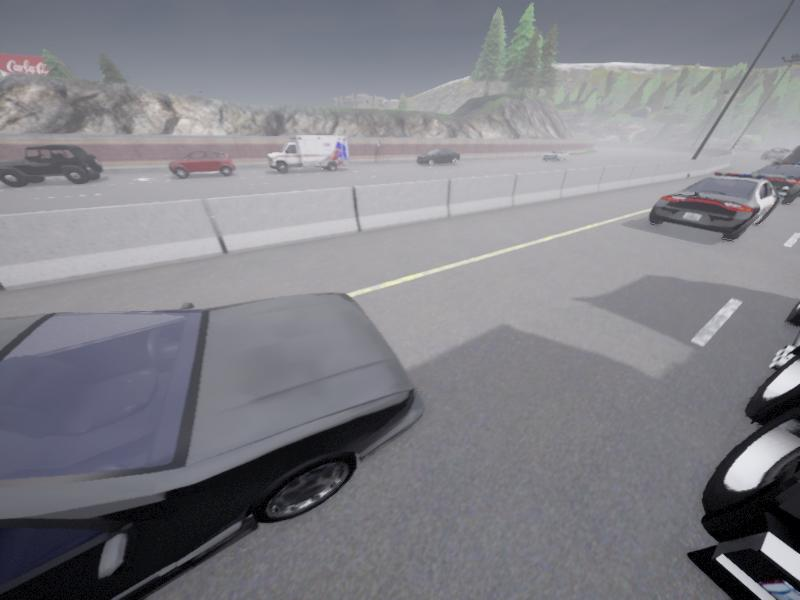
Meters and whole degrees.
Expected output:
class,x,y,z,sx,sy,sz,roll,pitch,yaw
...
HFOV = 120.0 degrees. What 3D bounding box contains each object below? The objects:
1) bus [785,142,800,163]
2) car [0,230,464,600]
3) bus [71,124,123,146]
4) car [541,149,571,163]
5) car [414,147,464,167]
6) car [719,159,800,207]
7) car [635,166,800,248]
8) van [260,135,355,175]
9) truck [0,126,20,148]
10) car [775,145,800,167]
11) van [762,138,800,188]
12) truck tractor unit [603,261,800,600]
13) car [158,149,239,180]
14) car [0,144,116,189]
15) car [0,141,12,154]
class,x,y,z,sx,sy,sz,roll,pitch,yaw
bus,58.116,-20.846,30.931,10.273,4.253,3.944,-29,45,-35
car,-2.474,1.014,1.300,5.357,1.411,2.033,-18,39,-24
bus,-74.892,-41.027,57.600,3.944,4.253,10.273,-18,39,-25
car,20.278,-18.757,29.993,1.895,1.301,4.718,29,44,34
car,4.130,-15.089,24.309,5.008,1.535,1.882,-19,39,-24
car,18.329,-5.800,11.217,4.974,1.542,2.038,-18,39,-25
car,10.347,-3.204,7.398,4.974,1.542,2.038,-18,39,-24
van,-7.202,-11.770,18.625,6.366,2.431,2.351,-18,39,-24
truck,-86.957,-33.420,47.255,8.468,3.827,2.891,-18,39,-25
car,47.679,-17.215,27.517,5.566,2.045,2.150,-26,43,-32
van,27.410,-9.214,15.354,5.915,2.561,1.988,-19,40,-25
truck tractor unit,5.114,-0.294,0.800,6.516,4.208,3.053,-18,39,-25
car,-13.516,-9.363,15.855,3.705,1.549,1.789,-18,39,-25
car,-19.519,-7.553,12.885,3.866,1.878,1.905,-18,39,-24
car,-55.128,-19.635,29.794,1.882,1.535,5.008,-1,35,-3
